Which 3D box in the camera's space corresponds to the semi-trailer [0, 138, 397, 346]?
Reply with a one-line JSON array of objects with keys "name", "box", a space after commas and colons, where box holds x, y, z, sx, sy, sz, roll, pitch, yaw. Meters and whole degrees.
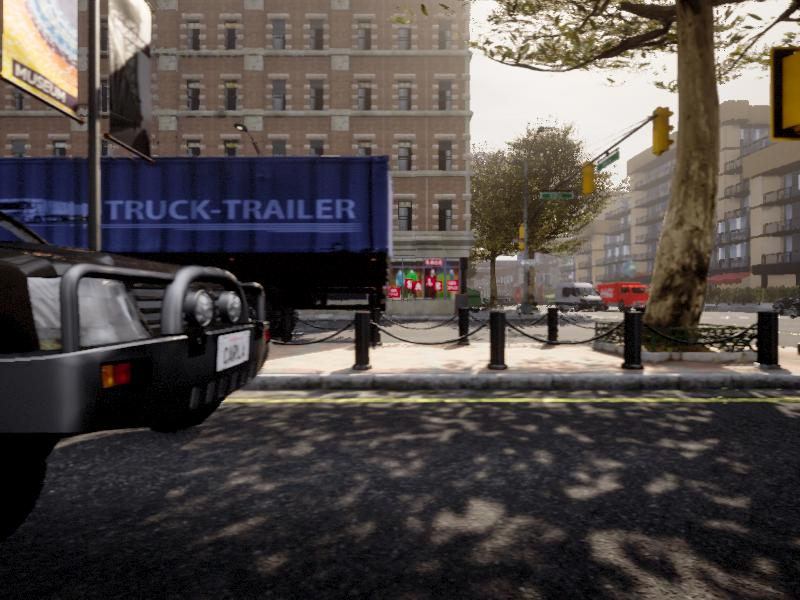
[{"name": "semi-trailer", "box": [-7.259, -1.207, 9.979, 14.254, 4.402, 2.717, 0, 0, 1]}]

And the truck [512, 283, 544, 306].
[{"name": "truck", "box": [22.844, -0.952, 71.993, 2.891, 3.827, 8.468, 0, 0, 0]}]

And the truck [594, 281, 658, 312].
[{"name": "truck", "box": [19.541, -0.269, 34.910, 2.627, 2.467, 5.204, 0, 0, 0]}]

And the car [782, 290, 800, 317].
[{"name": "car", "box": [22.762, 0.195, 21.101, 1.845, 1.501, 3.633, 0, 0, 4]}]

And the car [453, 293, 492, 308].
[{"name": "car", "box": [9.061, 0.082, 49.901, 4.553, 1.767, 2.097, 0, 0, 21]}]

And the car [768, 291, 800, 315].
[{"name": "car", "box": [26.592, 0.178, 26.046, 1.789, 1.549, 3.705, 0, 0, 0]}]

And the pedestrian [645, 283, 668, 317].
[{"name": "pedestrian", "box": [14.160, 0.019, 22.112, 0.751, 1.860, 0.751, 0, 0, 0]}]

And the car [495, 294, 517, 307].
[{"name": "car", "box": [15.906, 0.074, 60.045, 2.097, 1.767, 4.553, 0, 0, 0]}]

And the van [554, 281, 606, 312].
[{"name": "van", "box": [16.027, -0.300, 36.045, 1.988, 2.561, 5.915, 0, 0, -1]}]

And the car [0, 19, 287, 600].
[{"name": "car", "box": [-3.199, 0.058, 2.199, 4.605, 1.855, 1.932, 0, 0, 0]}]
